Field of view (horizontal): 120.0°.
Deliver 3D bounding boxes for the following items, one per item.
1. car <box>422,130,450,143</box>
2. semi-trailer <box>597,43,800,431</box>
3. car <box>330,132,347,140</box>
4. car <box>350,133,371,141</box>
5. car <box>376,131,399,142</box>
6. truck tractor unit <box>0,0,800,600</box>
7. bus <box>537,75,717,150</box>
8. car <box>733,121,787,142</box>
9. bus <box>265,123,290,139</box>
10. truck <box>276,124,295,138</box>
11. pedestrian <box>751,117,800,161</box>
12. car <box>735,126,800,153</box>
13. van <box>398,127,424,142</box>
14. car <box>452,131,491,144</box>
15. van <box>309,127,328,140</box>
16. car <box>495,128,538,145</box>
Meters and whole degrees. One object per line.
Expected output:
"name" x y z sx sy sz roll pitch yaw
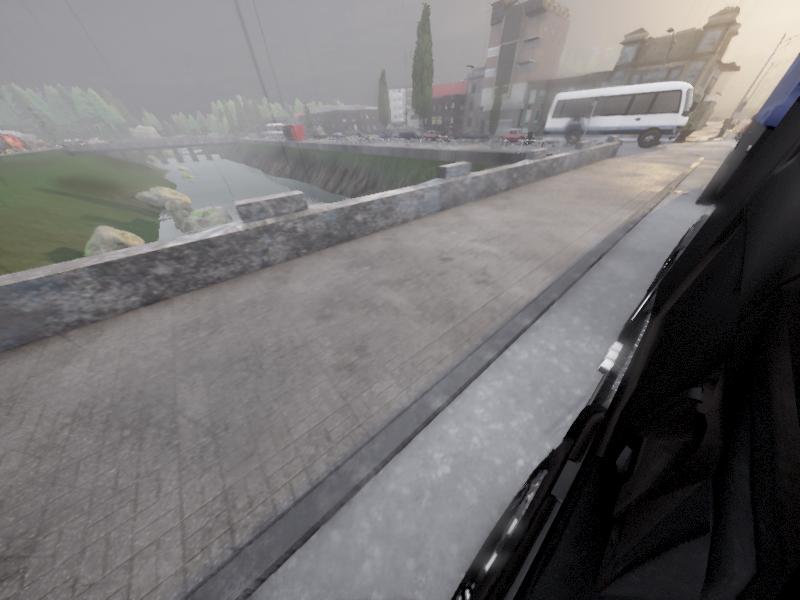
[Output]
"car" 5.347 -24.834 35.062 1.970 1.475 3.806 -28 44 -30
"semi-trailer" 8.700 -3.591 4.244 14.254 4.402 2.717 -28 44 -30
"car" -14.500 -38.538 54.327 1.812 1.442 4.674 -28 44 -30
"car" -8.303 -34.199 48.364 1.895 1.301 4.718 -28 44 -30
"car" -2.321 -30.136 42.505 1.816 1.474 4.193 -28 44 -30
"truck tractor unit" 2.645 -0.295 0.351 6.516 4.208 3.053 -28 44 -30
"bus" 19.226 -16.495 20.953 3.944 4.253 10.273 -29 44 -31
"car" 33.832 -15.849 21.719 4.181 1.385 1.994 -24 42 -26
"bus" -43.539 -59.810 81.755 3.944 4.253 10.273 -28 44 -30
"truck" -42.276 -62.404 85.487 2.891 3.827 8.468 -28 44 -30
"pedestrian" 20.067 -8.449 12.177 0.751 1.860 0.751 -15 39 -17
"car" 25.587 -11.295 16.171 4.718 1.301 1.895 -28 44 -30
"van" 1.731 -27.534 38.413 1.775 1.987 4.442 -28 44 -30
"car" 9.499 -21.898 31.096 1.895 1.301 4.718 -28 44 -30
"van" -21.424 -43.760 60.678 1.988 2.561 5.915 -28 44 -30
"car" 13.583 -19.139 27.068 1.970 1.475 3.806 -28 44 -30
